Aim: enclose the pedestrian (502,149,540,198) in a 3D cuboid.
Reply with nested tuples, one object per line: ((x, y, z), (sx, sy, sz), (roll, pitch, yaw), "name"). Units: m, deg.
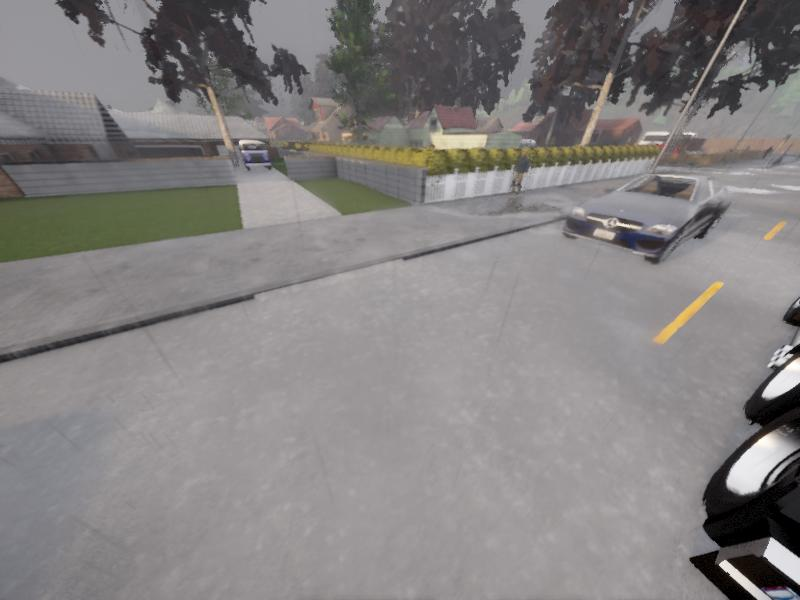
((5.514, -5.814, 10.622), (0.751, 1.860, 0.751), (-18, 39, -25), "pedestrian")

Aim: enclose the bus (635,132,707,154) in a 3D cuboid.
((67.837, -39.788, 58.369), (3.944, 4.253, 10.273), (-19, 39, -25), "bus")

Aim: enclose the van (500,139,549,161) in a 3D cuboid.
((18.348, -22.488, 34.454), (1.988, 2.561, 5.915), (-19, 39, -25), "van")

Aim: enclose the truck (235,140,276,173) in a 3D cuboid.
((-11.813, -11.784, 18.811), (2.069, 2.038, 4.478), (-19, 39, -25), "truck")

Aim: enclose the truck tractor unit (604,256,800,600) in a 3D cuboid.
((5.097, -0.312, 0.813), (6.516, 4.208, 3.053), (-19, 39, -25), "truck tractor unit")

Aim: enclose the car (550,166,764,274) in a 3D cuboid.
((6.899, -2.486, 6.265), (5.027, 1.651, 2.152), (-18, 39, -25), "car")
